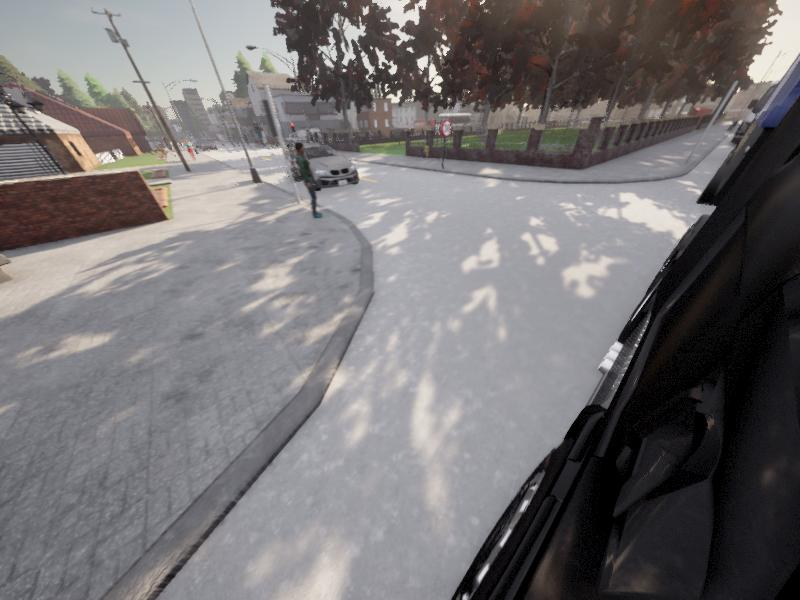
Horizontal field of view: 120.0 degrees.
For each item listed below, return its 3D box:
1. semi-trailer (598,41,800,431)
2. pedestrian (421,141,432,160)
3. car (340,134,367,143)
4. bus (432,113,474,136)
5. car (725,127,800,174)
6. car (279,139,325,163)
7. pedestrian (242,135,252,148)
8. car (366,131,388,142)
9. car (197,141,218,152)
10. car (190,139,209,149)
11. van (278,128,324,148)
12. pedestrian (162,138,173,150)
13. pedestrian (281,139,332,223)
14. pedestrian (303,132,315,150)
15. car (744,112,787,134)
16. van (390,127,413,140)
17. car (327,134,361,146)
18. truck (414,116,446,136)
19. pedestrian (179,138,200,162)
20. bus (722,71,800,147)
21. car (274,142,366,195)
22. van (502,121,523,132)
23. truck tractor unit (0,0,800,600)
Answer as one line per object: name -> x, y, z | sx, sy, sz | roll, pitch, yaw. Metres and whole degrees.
semi-trailer -> 8.698, -3.605, 4.229 | 14.254, 4.402, 2.717 | -28, 44, -30
pedestrian -> 1.939, -10.982, 16.998 | 0.500, 1.100, 0.500 | -28, 44, -30
car -> -9.080, -31.474, 44.964 | 4.718, 1.301, 1.895 | -28, 44, -29
bus -> 13.149, -43.288, 56.880 | 10.273, 4.253, 3.944 | -28, 45, -30
car -> 17.990, -7.328, 11.138 | 5.357, 1.411, 2.033 | -28, 44, -30
car -> -9.022, -13.655, 21.062 | 1.882, 1.535, 5.008 | -28, 44, -30
pedestrian -> -27.540, -28.599, 41.592 | 0.751, 1.860, 0.751 | -21, 41, -23
car -> -4.321, -30.927, 43.755 | 3.633, 1.501, 1.845 | -29, 44, -31
car -> -32.917, -26.345, 39.521 | 1.994, 1.385, 4.181 | -28, 44, -30
car -> -41.675, -32.380, 47.981 | 2.163, 1.488, 4.792 | -28, 44, -30
van -> -16.829, -27.871, 39.698 | 6.366, 2.431, 2.351 | -28, 44, -29
pedestrian -> -44.257, -29.662, 43.993 | 0.751, 1.860, 0.751 | -22, 41, -24
pedestrian -> -2.477, -3.201, 6.268 | 0.751, 1.860, 0.751 | -13, 38, -14
pedestrian -> -11.639, -20.361, 29.658 | 0.751, 1.860, 0.751 | -29, 44, -30
car -> 42.932, -20.850, 27.196 | 3.866, 1.878, 1.905 | -29, 44, -29
van -> 0.320, -33.528, 46.553 | 4.442, 1.987, 1.775 | -30, 45, -31
car -> -9.756, -28.166, 40.525 | 5.357, 1.411, 2.033 | -27, 43, -29
truck -> 7.664, -45.630, 60.676 | 2.891, 3.827, 8.468 | -31, 45, -32
pedestrian -> -20.676, -14.729, 22.712 | 0.751, 1.860, 0.751 | -27, 43, -29
bus -> 31.879, -15.820, 19.208 | 10.273, 4.253, 3.944 | -29, 44, -29
car -> -3.959, -6.517, 11.154 | 2.242, 1.667, 4.611 | -28, 43, -29
van -> 33.330, -51.306, 68.185 | 6.366, 2.431, 2.351 | -28, 44, -30
truck tractor unit -> 2.645, -0.295, 0.351 | 6.516, 4.208, 3.053 | -28, 44, -30
